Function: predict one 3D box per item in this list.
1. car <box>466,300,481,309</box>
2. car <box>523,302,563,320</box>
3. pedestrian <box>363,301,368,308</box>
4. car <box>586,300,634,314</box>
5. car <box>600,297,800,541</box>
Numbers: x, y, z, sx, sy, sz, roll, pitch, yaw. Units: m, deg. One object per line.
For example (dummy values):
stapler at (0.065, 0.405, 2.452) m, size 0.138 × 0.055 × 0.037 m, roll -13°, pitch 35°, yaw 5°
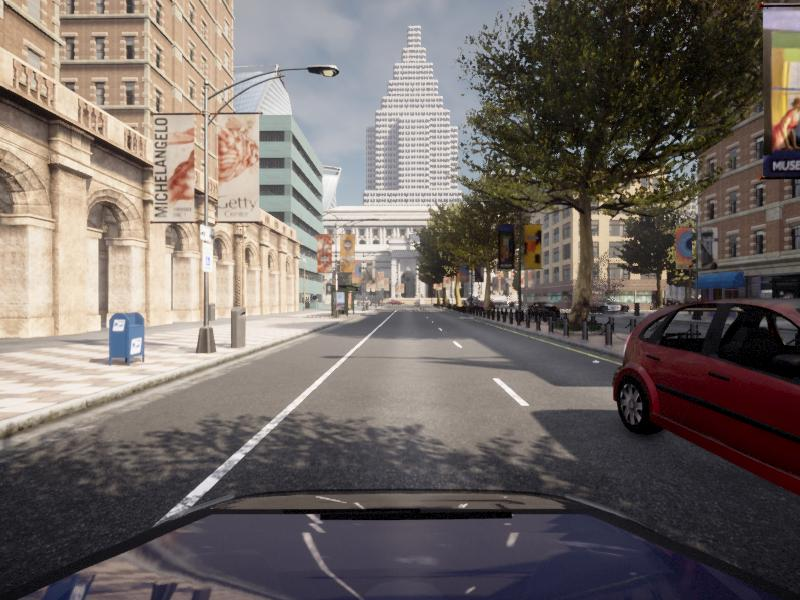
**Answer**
car at (12.915, 0.823, 70.753) m, size 1.882 × 1.535 × 5.008 m, roll 0°, pitch 0°, yaw 1°
car at (12.202, 0.870, 34.449) m, size 1.812 × 1.442 × 4.674 m, roll 0°, pitch 0°, yaw 1°
pedestrian at (-6.154, 0.765, 71.941) m, size 0.751 × 1.300 × 0.751 m, roll 0°, pitch 0°, yaw 10°
car at (24.638, 0.826, 46.980) m, size 4.974 × 1.542 × 2.038 m, roll 0°, pitch 0°, yaw -19°
car at (3.587, 0.788, 3.390) m, size 1.851 × 1.617 × 3.988 m, roll 0°, pitch 0°, yaw 1°
